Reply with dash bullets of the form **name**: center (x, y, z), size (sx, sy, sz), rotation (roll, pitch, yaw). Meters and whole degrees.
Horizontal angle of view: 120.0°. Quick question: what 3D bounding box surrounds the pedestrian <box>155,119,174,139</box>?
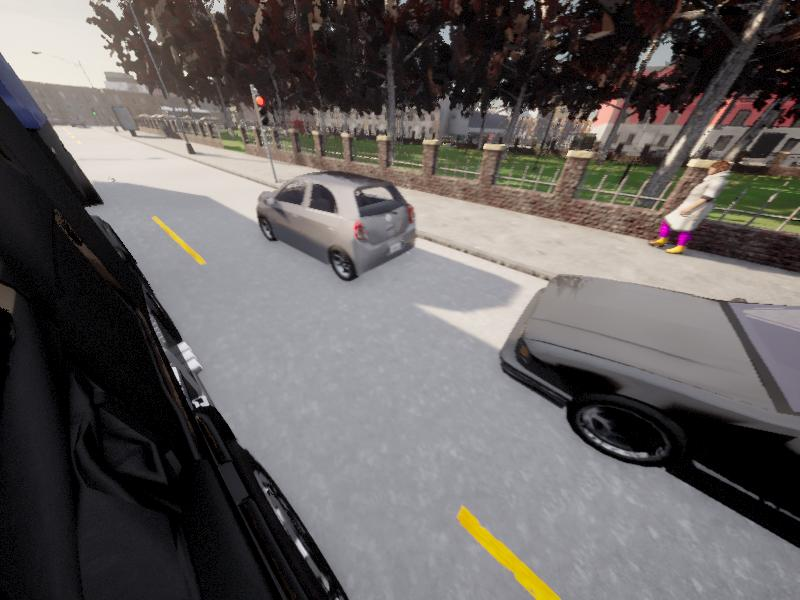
- **pedestrian**: center (-27.409, -19.938, 26.942), size (0.751, 1.860, 0.751), rotation (28, 43, 30)

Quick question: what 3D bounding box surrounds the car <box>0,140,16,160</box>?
- **car**: center (-22.509, -7.211, 10.604), size (2.007, 1.525, 4.514), rotation (5, 37, 2)

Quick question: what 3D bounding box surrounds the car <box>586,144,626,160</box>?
- **car**: center (28.780, -20.795, 32.361), size (3.705, 1.549, 1.789), rotation (28, 43, 30)

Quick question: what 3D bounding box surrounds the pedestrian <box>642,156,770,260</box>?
- **pedestrian**: center (6.281, -1.944, 4.948), size (0.751, 1.860, 0.751), rotation (28, 43, 30)

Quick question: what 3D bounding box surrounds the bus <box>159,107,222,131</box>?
- **bus**: center (-51.733, -44.909, 57.542), size (3.944, 4.253, 10.273), rotation (28, 43, 30)

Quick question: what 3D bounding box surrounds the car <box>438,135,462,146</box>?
- **car**: center (9.681, -30.957, 44.841), size (3.806, 1.475, 1.970), rotation (28, 43, 30)

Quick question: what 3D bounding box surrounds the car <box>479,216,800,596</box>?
- **car**: center (3.574, 1.034, 1.357), size (5.357, 1.411, 2.033), rotation (28, 43, 29)

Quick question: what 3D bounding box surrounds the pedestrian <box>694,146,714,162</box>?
- **pedestrian**: center (42.801, -20.607, 32.580), size (0.751, 1.860, 0.751), rotation (23, 41, 25)

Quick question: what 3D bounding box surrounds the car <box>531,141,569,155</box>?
- **car**: center (23.281, -23.720, 35.956), size (4.514, 1.525, 2.007), rotation (28, 43, 30)

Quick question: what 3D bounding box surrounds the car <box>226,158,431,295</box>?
- **car**: center (-1.481, -1.809, 4.735), size (3.633, 1.501, 1.845), rotation (27, 43, 29)

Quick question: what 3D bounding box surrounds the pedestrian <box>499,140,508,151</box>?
- **pedestrian**: center (15.982, -23.885, 35.661), size (0.751, 1.300, 0.751), rotation (28, 43, 30)

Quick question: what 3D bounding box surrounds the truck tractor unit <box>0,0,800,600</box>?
- **truck tractor unit**: center (-2.645, -0.295, 0.351), size (6.516, 4.208, 3.053), rotation (28, 44, 30)

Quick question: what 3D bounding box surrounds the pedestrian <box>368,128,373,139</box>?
- **pedestrian**: center (-6.407, -36.115, 50.173), size (0.751, 1.860, 0.751), rotation (30, 44, 32)

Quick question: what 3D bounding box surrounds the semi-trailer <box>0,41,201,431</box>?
- **semi-trailer**: center (-8.694, -3.602, 4.242), size (14.254, 4.402, 2.717), rotation (28, 43, 30)

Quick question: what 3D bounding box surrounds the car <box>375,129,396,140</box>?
- **car**: center (-3.334, -38.067, 53.210), size (4.605, 1.855, 1.932), rotation (29, 44, 31)

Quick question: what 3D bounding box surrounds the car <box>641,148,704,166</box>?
- **car**: center (33.924, -18.023, 29.019), size (4.892, 1.490, 1.837), rotation (27, 43, 29)
